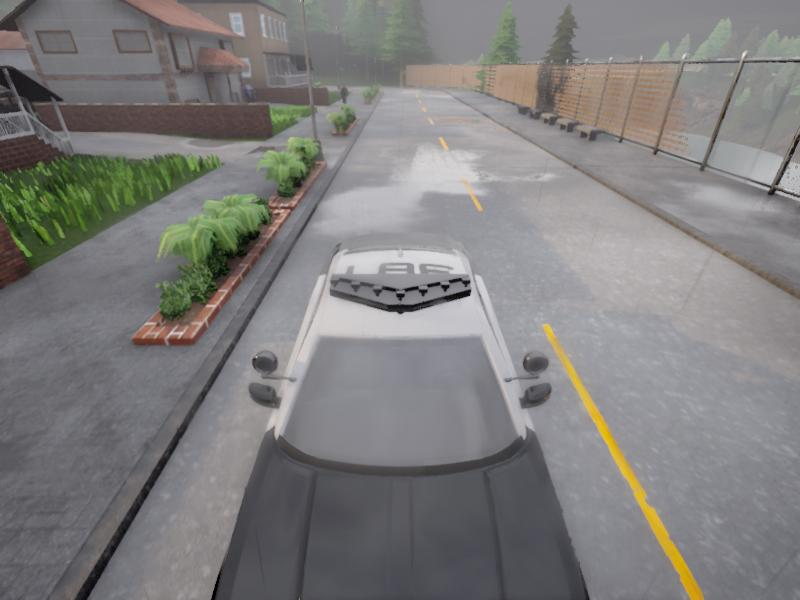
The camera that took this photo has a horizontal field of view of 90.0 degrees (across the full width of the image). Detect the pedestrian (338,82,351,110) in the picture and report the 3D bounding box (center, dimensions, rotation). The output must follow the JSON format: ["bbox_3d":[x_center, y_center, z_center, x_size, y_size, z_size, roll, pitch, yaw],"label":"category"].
[{"bbox_3d":[-4.195,-15.385,30.219,0.751,1.860,0.751,0,30,1],"label":"pedestrian"}]

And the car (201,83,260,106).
[{"bbox_3d":[-13.265,-16.204,31.504,3.633,1.501,1.845,0,30,0],"label":"car"}]

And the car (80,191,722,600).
[{"bbox_3d":[0.003,0.605,3.352,1.930,1.638,5.238,0,30,0],"label":"car"}]

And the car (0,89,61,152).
[{"bbox_3d":[-15.527,-6.780,15.066,1.905,1.878,3.866,0,30,0],"label":"car"}]
